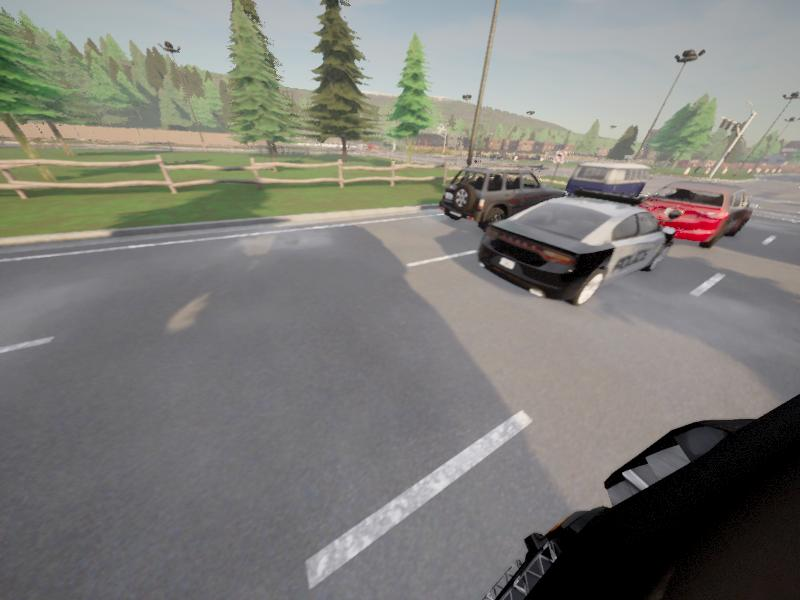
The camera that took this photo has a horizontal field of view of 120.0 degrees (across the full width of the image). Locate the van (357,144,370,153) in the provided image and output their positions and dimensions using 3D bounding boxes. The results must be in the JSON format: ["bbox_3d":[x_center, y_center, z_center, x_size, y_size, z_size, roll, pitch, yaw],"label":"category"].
[{"bbox_3d":[-12.984,-54.335,82.582,2.351,2.431,6.366,-15,38,-25],"label":"van"}]

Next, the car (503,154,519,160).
[{"bbox_3d":[38.908,-50.168,81.064,5.366,1.575,1.801,-16,38,-26],"label":"car"}]

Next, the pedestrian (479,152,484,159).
[{"bbox_3d":[26.186,-46.369,74.044,0.751,1.860,0.751,-17,38,-27],"label":"pedestrian"}]

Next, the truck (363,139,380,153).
[{"bbox_3d":[-10.455,-56.317,84.497,2.891,3.827,8.468,-15,38,-25],"label":"truck"}]

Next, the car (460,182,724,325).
[{"bbox_3d":[4.066,-1.411,4.899,5.238,1.638,1.930,-15,38,-26],"label":"car"}]

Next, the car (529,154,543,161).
[{"bbox_3d":[48.497,-50.771,82.405,3.866,1.878,1.905,-16,38,-26],"label":"car"}]

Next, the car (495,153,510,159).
[{"bbox_3d":[36.960,-51.987,83.354,4.605,1.855,1.932,-16,38,-26],"label":"car"}]

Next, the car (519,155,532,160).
[{"bbox_3d":[45.896,-52.130,84.563,3.988,1.617,1.851,-16,38,-26],"label":"car"}]

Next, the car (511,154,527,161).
[{"bbox_3d":[40.258,-48.418,78.311,4.553,1.767,2.097,-16,38,-26],"label":"car"}]

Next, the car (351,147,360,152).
[{"bbox_3d":[-15.461,-52.450,80.501,1.970,1.475,3.806,-15,38,-25],"label":"car"}]

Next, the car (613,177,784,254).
[{"bbox_3d":[10.134,-3.117,7.903,4.611,1.667,2.242,-16,38,-26],"label":"car"}]

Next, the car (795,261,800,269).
[{"bbox_3d":[12.834,-1.489,5.997,4.718,1.301,1.895,-16,38,-26],"label":"car"}]

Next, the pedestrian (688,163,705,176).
[{"bbox_3d":[47.678,-20.948,37.121,0.751,1.860,0.751,-13,37,-23],"label":"pedestrian"}]

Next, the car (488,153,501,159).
[{"bbox_3d":[35.220,-53.566,85.953,4.193,1.474,1.816,-16,38,-26],"label":"car"}]

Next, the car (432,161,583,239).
[{"bbox_3d":[3.637,-3.615,7.972,4.605,1.855,1.932,-16,38,-26],"label":"car"}]

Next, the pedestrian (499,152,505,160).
[{"bbox_3d":[29.794,-41.990,67.449,0.751,1.860,0.751,-13,37,-22],"label":"pedestrian"}]

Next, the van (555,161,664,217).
[{"bbox_3d":[10.002,-5.434,11.097,4.442,1.987,1.775,-16,38,-26],"label":"van"}]
